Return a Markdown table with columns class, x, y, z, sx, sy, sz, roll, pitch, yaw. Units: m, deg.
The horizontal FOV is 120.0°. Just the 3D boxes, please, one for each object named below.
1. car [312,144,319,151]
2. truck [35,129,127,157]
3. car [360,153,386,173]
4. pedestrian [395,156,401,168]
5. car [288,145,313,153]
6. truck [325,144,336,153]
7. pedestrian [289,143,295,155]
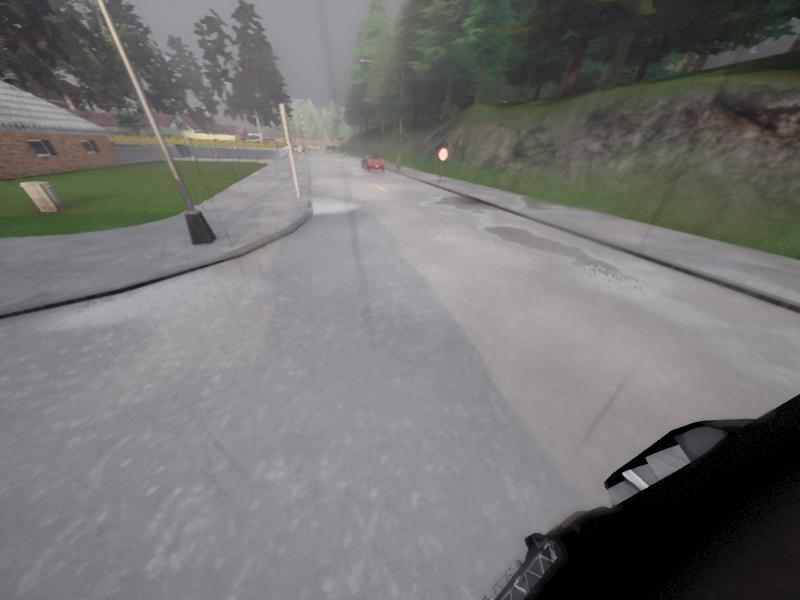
| class | x | y | z | sx | sy | sz | roll | pitch | yaw |
| --- | --- | --- | --- | --- | --- | --- | --- | --- | --- |
| car | -28.051 | -50.708 | 76.706 | 1.932 | 1.855 | 4.605 | -8 | 35 | -16 |
| truck | -31.241 | -15.500 | 22.894 | 4.478 | 2.038 | 2.069 | -8 | 35 | -16 |
| car | -2.772 | -13.943 | 23.397 | 1.845 | 1.501 | 3.633 | -8 | 35 | -16 |
| pedestrian | -0.250 | -16.287 | 27.271 | 0.500 | 1.100 | 0.500 | 15 | 35 | 18 |
| car | -24.123 | -36.635 | 56.027 | 4.974 | 1.542 | 2.038 | 3 | 34 | 1 |
| truck | -20.158 | -43.954 | 66.882 | 2.390 | 2.098 | 6.274 | -8 | 35 | -16 |
| pedestrian | -20.834 | -29.205 | 44.568 | 0.751 | 1.860 | 0.751 | -8 | 35 | -16 |
